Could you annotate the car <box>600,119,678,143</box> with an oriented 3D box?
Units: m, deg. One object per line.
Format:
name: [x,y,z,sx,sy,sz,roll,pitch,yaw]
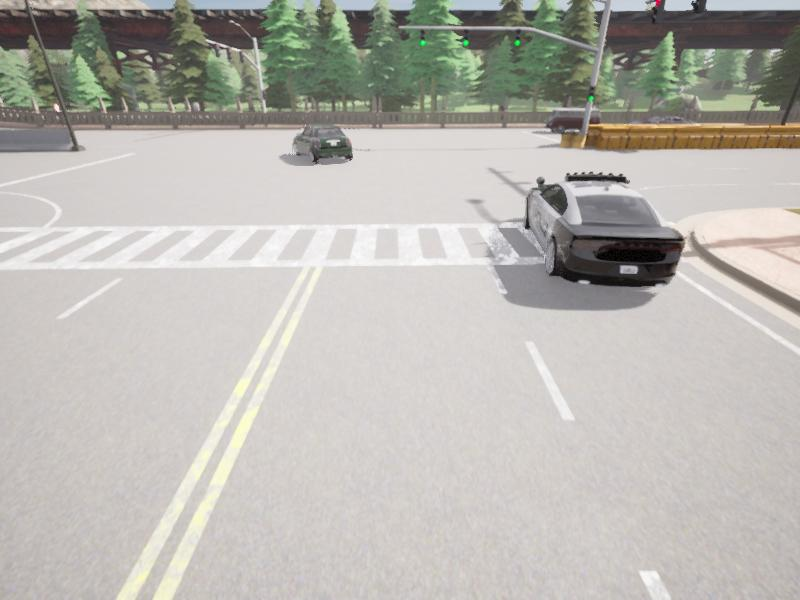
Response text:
car: [17.130,-12.211,28.878,4.181,1.385,1.994,-1,27,-1]

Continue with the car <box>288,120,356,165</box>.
car: [-4.259,-8.506,21.317,2.097,1.767,4.553,-14,30,-24]

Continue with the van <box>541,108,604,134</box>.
van: [14.963,-15.646,34.918,4.442,1.987,1.775,-1,27,-1]

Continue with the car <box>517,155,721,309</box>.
car: [3.889,-1.829,8.401,1.930,1.638,5.238,3,27,7]

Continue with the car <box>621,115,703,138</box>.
car: [20.893,-13.929,32.050,4.902,1.511,2.128,-1,27,-1]
